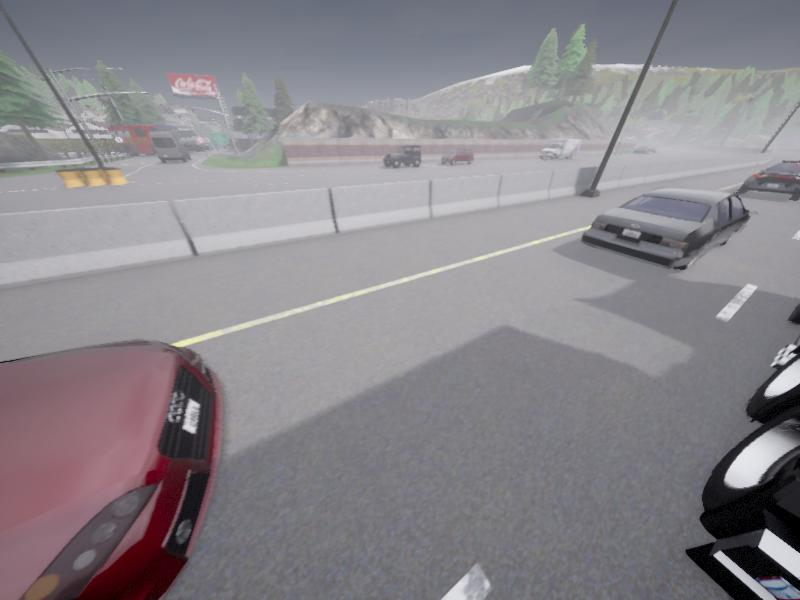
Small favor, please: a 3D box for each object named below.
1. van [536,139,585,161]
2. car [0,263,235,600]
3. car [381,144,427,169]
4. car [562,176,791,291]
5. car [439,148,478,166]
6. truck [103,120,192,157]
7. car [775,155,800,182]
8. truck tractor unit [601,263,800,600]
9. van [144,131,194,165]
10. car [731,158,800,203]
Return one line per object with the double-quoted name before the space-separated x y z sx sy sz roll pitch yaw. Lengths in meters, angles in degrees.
"van" 22.853 -21.471 32.978 6.366 2.431 2.351 -18 39 -24
"car" -3.352 1.314 0.889 4.181 1.385 1.994 -18 39 -24
"car" 0.390 -13.956 22.424 3.866 1.878 1.905 -18 39 -24
"car" 6.874 -2.014 5.754 5.357 1.411 2.033 -18 39 -24
"car" 6.397 -15.767 25.384 3.705 1.549 1.789 -18 39 -24
"truck" -33.559 -21.493 30.965 8.468 3.827 2.891 8 33 11
"car" 30.384 -9.707 16.920 4.974 1.542 2.038 -18 39 -24
"truck tractor unit" 5.115 -0.295 0.785 6.516 4.208 3.053 -18 39 -24
"van" -23.473 -15.744 23.854 1.988 2.561 5.915 -18 39 -25
"car" 20.073 -6.355 12.007 4.974 1.542 2.038 -18 39 -24
